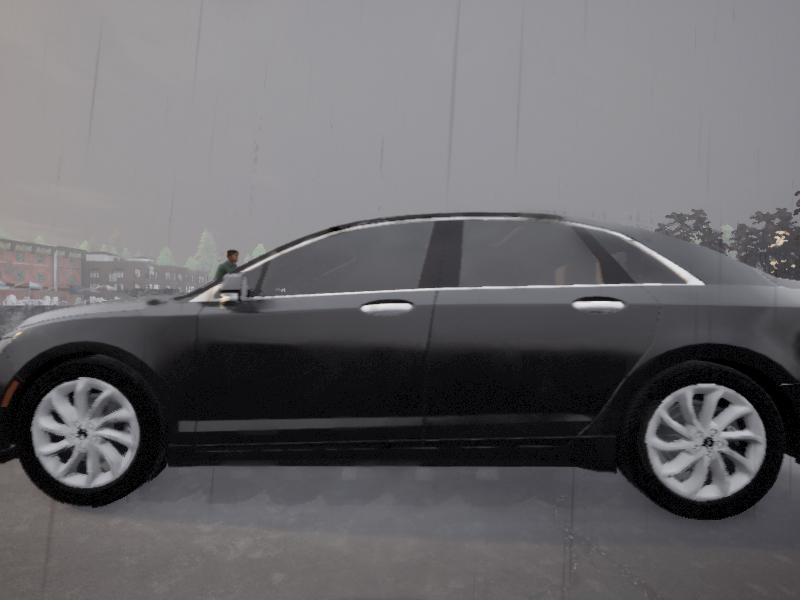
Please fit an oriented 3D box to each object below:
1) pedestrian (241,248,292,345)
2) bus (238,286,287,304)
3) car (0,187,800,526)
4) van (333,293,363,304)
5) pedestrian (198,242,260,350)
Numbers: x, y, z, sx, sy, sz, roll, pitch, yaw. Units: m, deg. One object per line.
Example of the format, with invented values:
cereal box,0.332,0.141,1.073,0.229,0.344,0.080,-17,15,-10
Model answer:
pedestrian,-2.669,-0.067,8.064,0.751,1.860,0.751,0,0,3
bus,-32.228,-1.139,94.141,10.273,4.253,3.944,0,0,2
car,0.023,0.245,2.738,4.892,1.490,1.837,0,0,2
van,-11.520,-0.227,89.577,6.366,2.431,2.351,0,0,2
pedestrian,-3.093,-0.067,7.293,0.751,1.860,0.751,0,0,11
